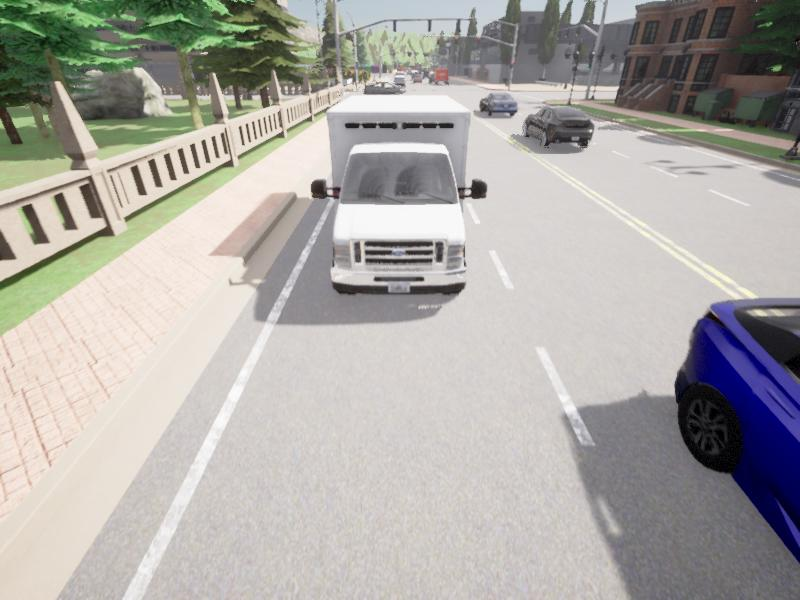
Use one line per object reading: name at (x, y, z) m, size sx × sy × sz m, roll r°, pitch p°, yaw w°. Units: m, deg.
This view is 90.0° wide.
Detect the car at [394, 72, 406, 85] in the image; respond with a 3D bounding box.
car at (-0.059, -42.279, 76.189) m, size 2.150 × 2.045 × 5.566 m, roll 0°, pitch 30°, yaw 0°

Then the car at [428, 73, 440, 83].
car at (6.938, -45.256, 81.662) m, size 2.033 × 1.649 × 4.856 m, roll 0°, pitch 30°, yaw 0°

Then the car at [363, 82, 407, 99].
car at (-1.542, -22.295, 42.562) m, size 4.514 × 1.525 × 2.007 m, roll 1°, pitch 30°, yaw 1°

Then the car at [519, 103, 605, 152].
car at (6.979, -7.832, 17.885) m, size 1.837 × 1.490 × 4.892 m, roll 0°, pitch 30°, yaw 0°

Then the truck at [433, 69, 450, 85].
truck at (7.630, -41.292, 74.073) m, size 2.627 × 2.467 × 5.204 m, roll 0°, pitch 30°, yaw 0°

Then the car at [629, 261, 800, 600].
car at (3.492, 1.449, 2.005) m, size 2.007 × 1.525 × 4.514 m, roll 0°, pitch 30°, yaw 0°

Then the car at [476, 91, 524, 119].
car at (6.975, -13.989, 28.507) m, size 2.033 × 1.411 × 5.357 m, roll 0°, pitch 30°, yaw 0°

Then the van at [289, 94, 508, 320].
van at (-0.016, -2.376, 7.647) m, size 2.351 × 2.431 × 6.366 m, roll 0°, pitch 30°, yaw 0°

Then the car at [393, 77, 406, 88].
car at (-0.053, -35.113, 64.572) m, size 2.033 × 1.411 × 5.357 m, roll 0°, pitch 30°, yaw 0°
